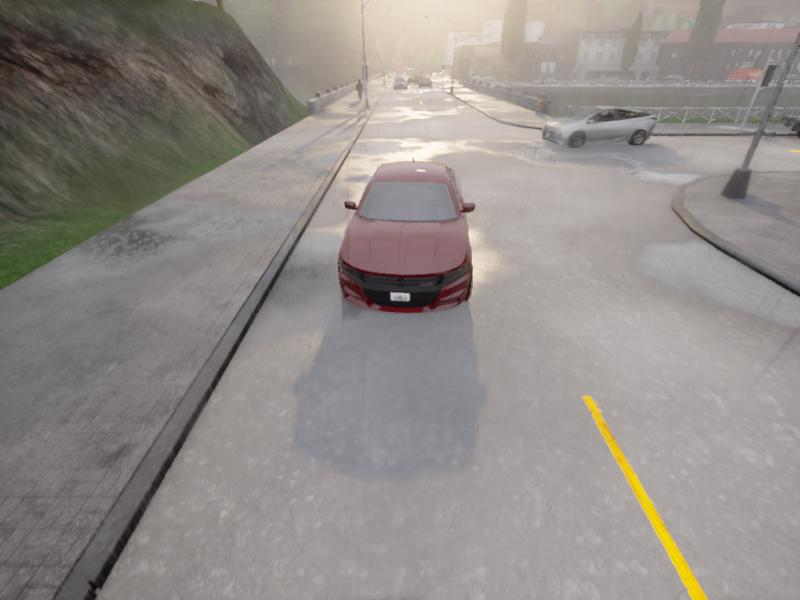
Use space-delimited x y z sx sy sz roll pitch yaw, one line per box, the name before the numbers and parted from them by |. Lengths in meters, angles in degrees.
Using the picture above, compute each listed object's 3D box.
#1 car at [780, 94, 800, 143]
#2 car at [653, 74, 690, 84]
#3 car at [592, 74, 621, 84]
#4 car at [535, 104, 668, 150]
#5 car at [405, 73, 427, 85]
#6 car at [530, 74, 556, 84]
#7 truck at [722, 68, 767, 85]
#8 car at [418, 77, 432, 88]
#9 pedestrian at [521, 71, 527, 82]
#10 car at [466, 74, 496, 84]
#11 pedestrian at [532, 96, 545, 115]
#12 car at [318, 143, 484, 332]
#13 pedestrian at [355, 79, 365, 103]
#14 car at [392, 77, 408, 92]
car | 20.845 -8.007 17.594 5.566 2.045 2.150 0 30 -1
car | 50.410 -41.071 74.323 5.238 1.638 1.930 0 30 0
car | 38.337 -41.051 74.321 3.988 1.617 1.851 0 30 0
car | 8.537 -7.498 17.235 4.514 1.525 2.007 -5 31 -8
car | 2.865 -39.106 70.725 1.905 1.878 3.866 24 38 36
car | 26.487 -41.045 74.312 3.988 1.617 1.851 0 30 0
truck | 63.778 -41.424 74.129 5.204 2.467 2.627 1 30 0
car | 3.957 -34.542 63.467 1.994 1.385 4.181 0 30 0
pedestrian | 24.375 -43.755 78.426 0.751 1.860 0.751 16 34 25
car | 15.066 -41.050 74.306 5.027 1.651 2.152 0 30 0
pedestrian | 9.360 -13.176 27.060 0.500 1.100 0.500 0 30 0
car | 0.182 -1.536 7.067 1.882 1.535 5.008 2 31 4
pedestrian | -3.538 -18.655 35.661 0.751 1.860 0.751 1 30 2
car | 0.041 -29.647 54.962 2.038 1.542 4.974 0 31 1
